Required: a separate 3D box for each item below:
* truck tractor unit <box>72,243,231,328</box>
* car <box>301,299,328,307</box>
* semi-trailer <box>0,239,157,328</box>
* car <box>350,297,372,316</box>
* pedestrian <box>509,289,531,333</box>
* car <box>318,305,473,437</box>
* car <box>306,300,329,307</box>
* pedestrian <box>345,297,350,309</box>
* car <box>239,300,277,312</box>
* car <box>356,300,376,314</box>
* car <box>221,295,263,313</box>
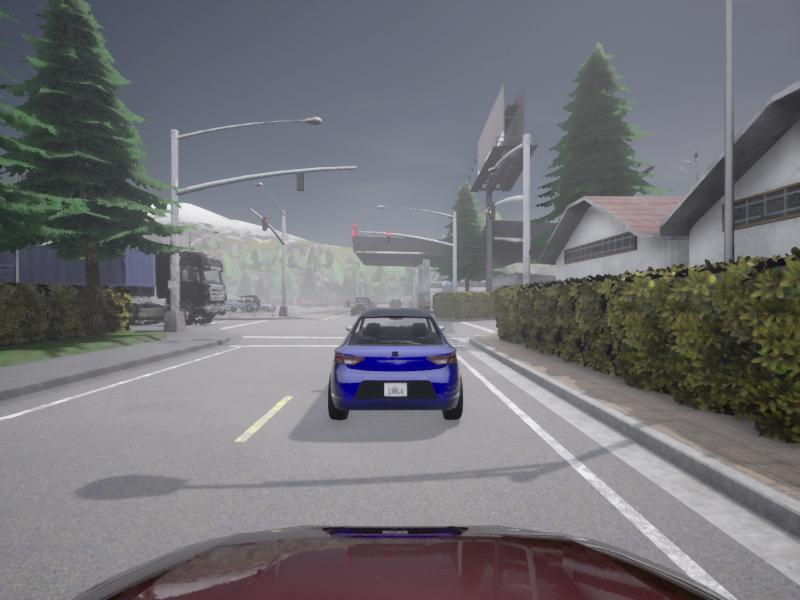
[{"bbox_3d":[-12.944,-0.714,21.341,6.516,4.208,3.053,0,0,-1],"label":"truck tractor unit"},{"bbox_3d":[-17.339,0.674,81.505,5.027,1.636,2.152,0,0,-1],"label":"car"},{"bbox_3d":[-20.857,-0.810,21.137,14.254,4.402,2.717,0,0,-2],"label":"semi-trailer"},{"bbox_3d":[-3.957,0.646,41.350,1.905,1.878,3.866,0,0,-1],"label":"car"},{"bbox_3d":[5.153,0.455,17.205,0.751,1.860,0.751,0,0,0],"label":"pedestrian"},{"bbox_3d":[-0.077,0.854,6.770,1.816,1.474,4.193,0,0,-1],"label":"car"},{"bbox_3d":[-17.444,0.683,84.640,4.514,1.523,2.007,0,0,-1],"label":"car"},{"bbox_3d":[-8.543,0.485,64.655,0.751,1.860,0.751,0,0,-1],"label":"pedestrian"},{"bbox_3d":[-16.706,0.704,47.253,3.806,1.475,1.970,0,0,-1],"label":"car"},{"bbox_3d":[-4.027,0.778,47.802,2.033,1.649,4.856,0,0,-1],"label":"car"},{"bbox_3d":[-17.261,0.420,43.919,3.866,1.878,1.905,0,0,-1],"label":"car"}]
